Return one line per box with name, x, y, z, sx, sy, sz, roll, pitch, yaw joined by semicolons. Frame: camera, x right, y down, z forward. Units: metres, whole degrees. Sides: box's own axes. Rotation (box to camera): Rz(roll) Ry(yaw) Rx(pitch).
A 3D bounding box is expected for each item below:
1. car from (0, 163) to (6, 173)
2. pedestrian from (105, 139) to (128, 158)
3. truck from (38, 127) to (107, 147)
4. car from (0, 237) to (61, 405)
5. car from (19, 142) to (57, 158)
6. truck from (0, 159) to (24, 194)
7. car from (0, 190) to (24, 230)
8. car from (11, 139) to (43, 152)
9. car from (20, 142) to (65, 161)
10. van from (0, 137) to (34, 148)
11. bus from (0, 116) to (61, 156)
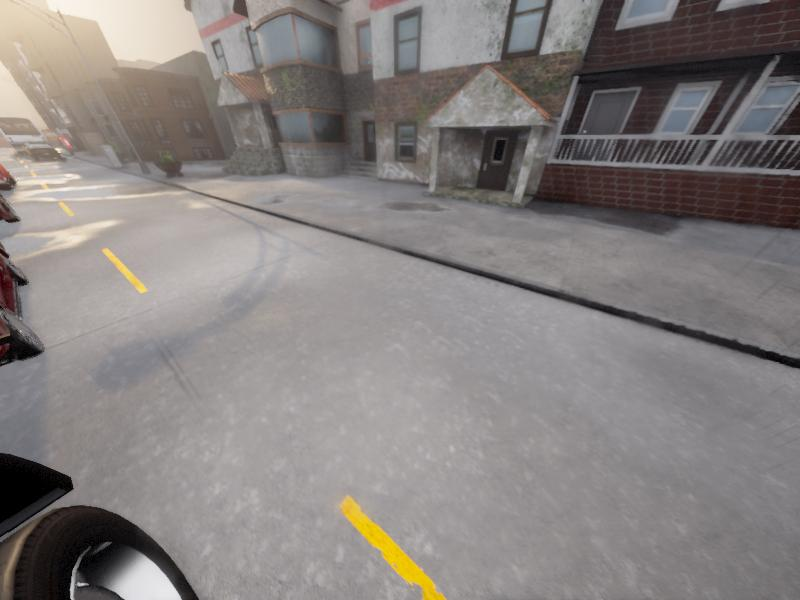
car;-31.124;-10.348;16.726;3.866;1.878;1.905;22;41;28
pedestrian;-33.123;-17.735;26.996;0.751;1.860;0.751;16;38;21
truck;-78.758;-39.369;55.869;2.891;3.827;8.468;22;41;28
car;-6.336;0.020;2.723;4.718;1.301;1.895;22;41;28
car;-46.430;-19.271;29.580;5.008;1.535;1.882;22;41;28
truck;-21.069;-6.476;10.810;5.204;2.467;2.627;22;41;28
car;-13.668;-3.002;6.883;4.181;1.385;1.994;22;40;27
car;-62.074;-25.763;38.454;4.553;1.767;2.097;22;41;28
car;-40.387;-16.846;26.094;5.238;1.638;1.930;22;41;28
van;-87.314;-35.655;52.135;1.775;1.987;4.442;22;41;28
bus;-54.077;-23.422;33.058;10.273;4.253;3.944;22;41;28
